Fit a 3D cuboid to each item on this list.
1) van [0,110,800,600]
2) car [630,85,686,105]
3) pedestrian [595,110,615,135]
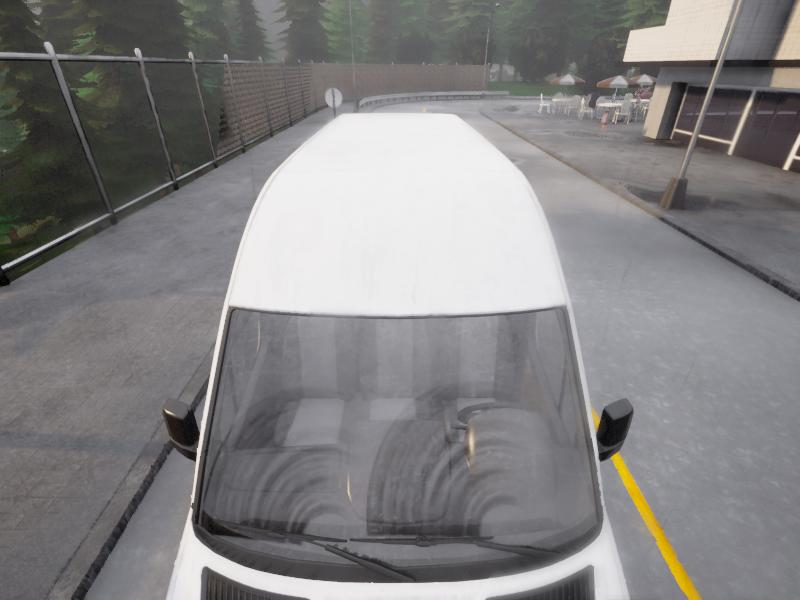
[{"bbox_3d":[-0.018,0.047,3.433,1.988,2.561,5.915,0,30,0],"label":"van"},{"bbox_3d":[23.596,-18.800,36.699,3.633,1.501,1.845,0,30,-1],"label":"car"},{"bbox_3d":[10.055,-8.722,19.661,0.500,1.100,0.500,1,30,2],"label":"pedestrian"}]
